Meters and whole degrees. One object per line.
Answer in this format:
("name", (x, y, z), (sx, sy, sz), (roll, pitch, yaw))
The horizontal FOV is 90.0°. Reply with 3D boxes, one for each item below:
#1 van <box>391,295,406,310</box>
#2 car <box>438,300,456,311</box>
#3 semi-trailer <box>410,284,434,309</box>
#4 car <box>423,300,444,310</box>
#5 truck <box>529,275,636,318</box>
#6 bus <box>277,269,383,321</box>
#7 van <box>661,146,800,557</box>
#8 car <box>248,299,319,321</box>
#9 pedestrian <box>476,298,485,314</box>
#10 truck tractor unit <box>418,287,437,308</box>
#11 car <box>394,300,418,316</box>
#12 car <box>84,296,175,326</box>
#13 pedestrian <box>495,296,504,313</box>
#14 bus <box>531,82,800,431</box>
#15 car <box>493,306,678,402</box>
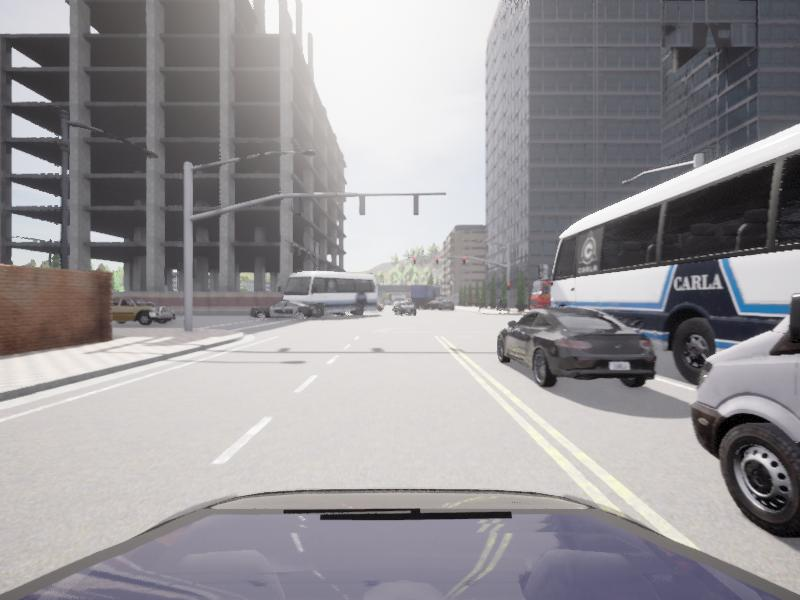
("van", (-0.210, 0.413, 66.753), (2.351, 2.431, 6.366), (0, 0, 0))
("car", (7.128, 0.796, 61.383), (2.242, 1.667, 4.611), (0, 0, 0))
("semi-trailer", (4.356, -0.577, 75.156), (2.717, 4.402, 14.254), (0, 0, 10))
("car", (5.445, 0.855, 65.789), (1.882, 1.535, 5.008), (0, 0, -16))
("truck", (16.634, -0.304, 36.891), (8.468, 3.827, 2.891), (0, 0, 2))
("bus", (-6.295, -0.533, 38.355), (3.944, 4.253, 10.273), (1, 2, 33))
("van", (3.492, 0.324, 0.855), (1.988, 2.561, 5.915), (0, 0, 0))
("car", (-9.462, 0.791, 32.676), (5.238, 1.638, 1.930), (0, 1, 1))
("pedestrian", (9.058, 0.661, 44.985), (0.751, 1.860, 0.751), (0, 0, -22))
("truck tractor unit", (5.777, -0.472, 82.940), (3.053, 4.208, 6.516), (0, 0, 11))
("car", (0.547, 0.838, 41.611), (1.789, 1.549, 3.705), (-1, 0, -11))
("car", (-17.315, 0.666, 25.738), (4.605, 1.855, 1.932), (0, 0, 2))
("pedestrian", (10.877, 0.508, 43.621), (0.751, 1.860, 0.751), (0, 0, 35))
("bus", (6.838, -0.528, 9.639), (3.944, 4.253, 10.273), (0, 0, 0))
("car", (3.458, 0.875, 8.610), (1.812, 1.442, 4.674), (0, 0, 0))
